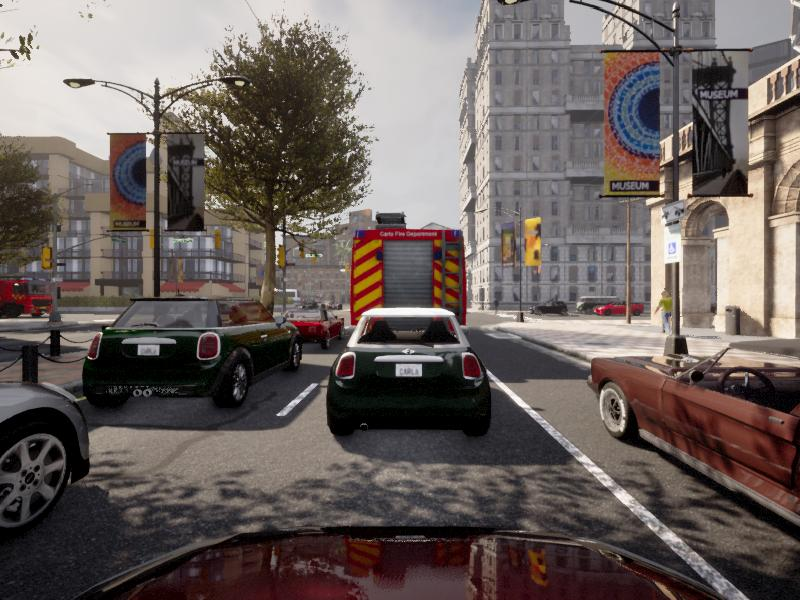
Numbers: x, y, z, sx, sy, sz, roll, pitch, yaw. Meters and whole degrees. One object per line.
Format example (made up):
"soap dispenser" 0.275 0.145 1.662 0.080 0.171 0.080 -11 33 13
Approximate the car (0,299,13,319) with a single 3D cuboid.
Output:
"car" -36.048 0.771 33.548 5.238 1.638 1.930 0 0 0

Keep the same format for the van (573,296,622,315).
"van" 21.300 0.599 43.240 4.442 1.987 1.775 0 0 1

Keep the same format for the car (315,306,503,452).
"car" 0.119 0.853 6.110 1.970 1.475 3.806 0 0 1

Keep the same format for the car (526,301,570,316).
"car" 14.695 0.827 39.837 3.633 1.501 1.845 0 0 1

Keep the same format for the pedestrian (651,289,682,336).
"pedestrian" 10.702 0.485 16.065 0.751 1.860 0.751 0 0 2

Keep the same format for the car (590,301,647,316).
"car" 21.629 0.828 39.734 4.514 1.525 2.007 0 0 1

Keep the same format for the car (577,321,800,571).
"car" 3.308 0.938 3.058 1.895 1.301 4.718 0 0 1

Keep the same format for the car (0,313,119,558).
"car" -3.473 0.853 1.600 1.970 1.475 3.806 0 0 1

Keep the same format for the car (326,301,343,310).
"car" -10.261 0.853 63.188 1.970 1.475 3.806 0 0 1

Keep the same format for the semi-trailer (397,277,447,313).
"semi-trailer" 2.664 -0.620 56.028 2.717 4.402 14.254 0 0 -14

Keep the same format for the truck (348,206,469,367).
"truck" 0.274 -0.321 13.781 2.891 3.827 8.468 0 0 1

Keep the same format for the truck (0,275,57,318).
"truck" -37.235 -0.320 37.062 8.468 3.827 2.891 0 0 1

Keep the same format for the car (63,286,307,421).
"car" -3.355 0.694 7.527 2.097 1.767 4.553 0 0 1

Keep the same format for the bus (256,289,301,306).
"bus" -30.942 -0.534 102.441 10.273 4.253 3.944 0 0 2

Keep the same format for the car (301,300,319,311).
"car" -13.798 0.815 61.323 1.789 1.549 3.705 0 0 1

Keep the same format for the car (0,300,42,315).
"car" -42.828 0.777 44.147 4.856 1.649 2.033 0 0 1

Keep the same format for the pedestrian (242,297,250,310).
"pedestrian" -21.273 0.485 55.235 0.751 1.860 0.751 0 0 11

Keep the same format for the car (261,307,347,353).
"car" -3.218 0.944 14.445 1.895 1.301 4.718 0 0 1

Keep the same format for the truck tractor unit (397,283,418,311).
"truck tractor unit" 1.226 -0.497 63.760 3.053 4.208 6.516 0 0 2
